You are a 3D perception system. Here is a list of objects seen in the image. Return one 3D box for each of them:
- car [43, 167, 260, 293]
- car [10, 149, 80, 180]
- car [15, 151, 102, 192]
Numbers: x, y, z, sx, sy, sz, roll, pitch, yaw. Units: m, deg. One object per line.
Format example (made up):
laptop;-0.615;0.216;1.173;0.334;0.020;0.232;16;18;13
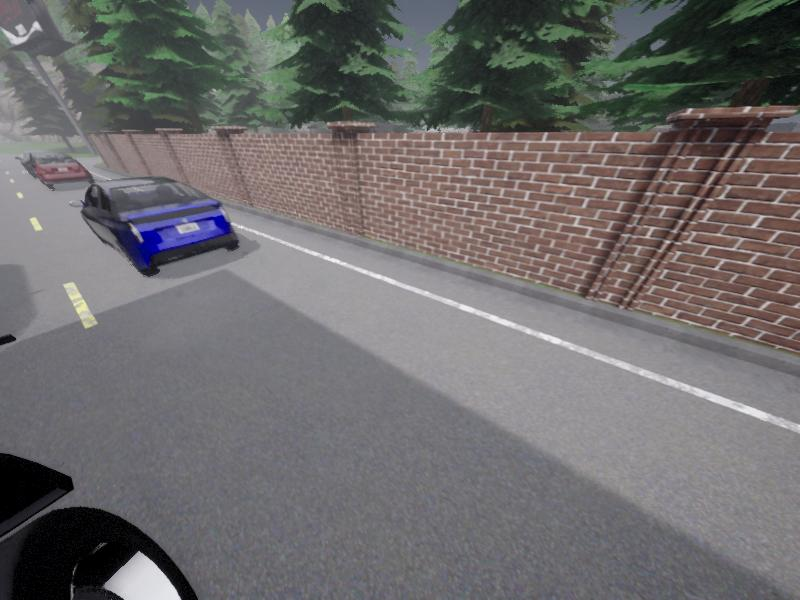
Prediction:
car;-5.689;-1.964;5.325;4.514;1.525;2.007;22;40;27
car;-23.760;-9.149;15.449;4.674;1.442;1.812;22;41;27
car;-18.024;-6.906;12.211;3.705;1.549;1.789;21;40;28
